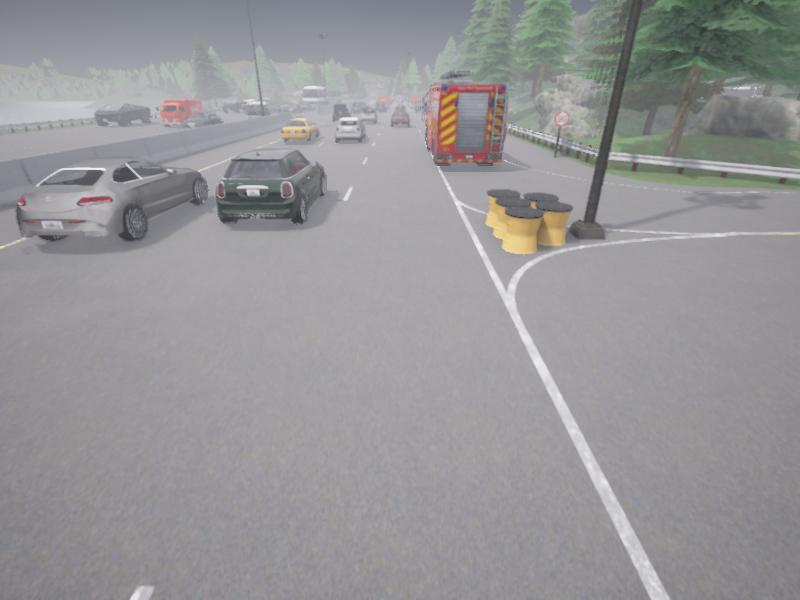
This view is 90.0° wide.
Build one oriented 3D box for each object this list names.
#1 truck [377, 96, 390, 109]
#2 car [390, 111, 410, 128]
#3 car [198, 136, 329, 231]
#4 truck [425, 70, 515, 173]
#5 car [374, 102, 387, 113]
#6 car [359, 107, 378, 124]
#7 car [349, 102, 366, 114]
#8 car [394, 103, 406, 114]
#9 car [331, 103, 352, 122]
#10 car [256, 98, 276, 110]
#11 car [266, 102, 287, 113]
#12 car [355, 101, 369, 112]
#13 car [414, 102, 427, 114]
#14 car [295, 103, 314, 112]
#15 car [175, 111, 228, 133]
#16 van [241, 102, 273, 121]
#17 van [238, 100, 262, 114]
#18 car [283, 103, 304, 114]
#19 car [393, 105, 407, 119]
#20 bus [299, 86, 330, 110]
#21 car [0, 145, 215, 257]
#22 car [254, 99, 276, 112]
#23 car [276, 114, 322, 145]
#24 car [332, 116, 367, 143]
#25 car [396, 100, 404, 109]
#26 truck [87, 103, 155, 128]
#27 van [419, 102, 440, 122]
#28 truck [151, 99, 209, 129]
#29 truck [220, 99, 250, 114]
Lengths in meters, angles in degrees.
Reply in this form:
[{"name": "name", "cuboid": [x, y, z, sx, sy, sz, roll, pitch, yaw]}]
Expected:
[{"name": "truck", "cuboid": [-3.460, -42.363, 85.726, 2.627, 2.467, 5.204, 0, 27, 0]}, {"name": "car", "cuboid": [0.019, -18.526, 40.960, 1.895, 1.301, 4.718, 0, 27, 0]}, {"name": "car", "cuboid": [-3.494, -3.518, 11.419, 2.097, 1.767, 4.553, 0, 27, 0]}, {"name": "truck", "cuboid": [2.966, -9.115, 20.030, 2.891, 3.827, 8.468, 0, 27, 0]}, {"name": "car", "cuboid": [-3.467, -34.751, 72.040, 2.242, 1.667, 4.611, 0, 27, 0]}, {"name": "car", "cuboid": [-3.478, -20.792, 44.994, 1.851, 1.617, 3.988, 0, 27, 0]}, {"name": "car", "cuboid": [-6.967, -31.625, 65.851, 2.242, 1.667, 4.611, 0, 27, 0]}, {"name": "car", "cuboid": [0.031, -32.666, 68.013, 1.882, 1.535, 5.008, 0, 27, 0]}, {"name": "car", "cuboid": [-6.976, -22.433, 47.853, 1.905, 1.878, 3.866, 0, 27, 0]}, {"name": "car", "cuboid": [-27.961, -40.962, 83.469, 2.150, 2.045, 5.566, 0, 27, 0]}, {"name": "car", "cuboid": [-20.969, -32.733, 68.065, 2.038, 1.542, 4.974, 0, 27, 0]}, {"name": "car", "cuboid": [-6.965, -35.552, 73.464, 2.033, 1.649, 4.856, 0, 27, 0]}, {"name": "car", "cuboid": [3.531, -33.188, 69.048, 2.038, 1.542, 4.974, 0, 28, 0]}, {"name": "car", "cuboid": [-17.467, -35.400, 73.420, 2.033, 1.411, 5.357, 0, 27, 0]}, {"name": "car", "cuboid": [-17.483, -15.860, 35.560, 2.128, 1.511, 4.902, 0, 27, 0]}, {"name": "van", "cuboid": [-17.482, -23.201, 49.172, 2.069, 2.038, 4.480, 0, 27, 0]}, {"name": "van", "cuboid": [-24.468, -31.713, 65.608, 2.069, 2.038, 4.480, 0, 27, 0]}, {"name": "car", "cuboid": [-17.469, -31.454, 65.758, 2.128, 1.511, 4.902, 0, 27, 0]}, {"name": "car", "cuboid": [0.009, -25.079, 53.361, 1.845, 1.501, 3.633, 0, 27, 0]}, {"name": "bus", "cuboid": [-17.340, -41.610, 82.315, 3.944, 4.253, 10.273, 0, 27, 0]}, {"name": "car", "cuboid": [-6.996, -2.792, 10.201, 2.152, 1.651, 5.027, 0, 27, 0]}, {"name": "car", "cuboid": [-24.466, -35.394, 72.716, 2.150, 2.045, 5.566, 0, 27, 0]}, {"name": "car", "cuboid": [-6.986, -12.124, 28.276, 1.801, 1.575, 5.366, 0, 27, 0]}, {"name": "car", "cuboid": [-3.485, -12.116, 28.376, 1.970, 1.475, 3.806, 0, 27, 0]}, {"name": "car", "cuboid": [0.036, -43.402, 88.749, 1.801, 1.575, 5.366, 0, 27, 0]}, {"name": "truck", "cuboid": [-27.979, -18.774, 40.541, 2.390, 2.098, 6.274, 0, 27, 0]}, {"name": "van", "cuboid": [3.524, -22.905, 48.603, 2.069, 2.038, 4.480, 0, 27, 0]}, {"name": "truck", "cuboid": [-21.175, -18.091, 38.836, 2.627, 2.467, 5.204, -1, 27, -2]}, {"name": "truck", "cuboid": [-27.968, -32.966, 67.952, 2.390, 2.098, 6.274, 0, 27, 0]}]
